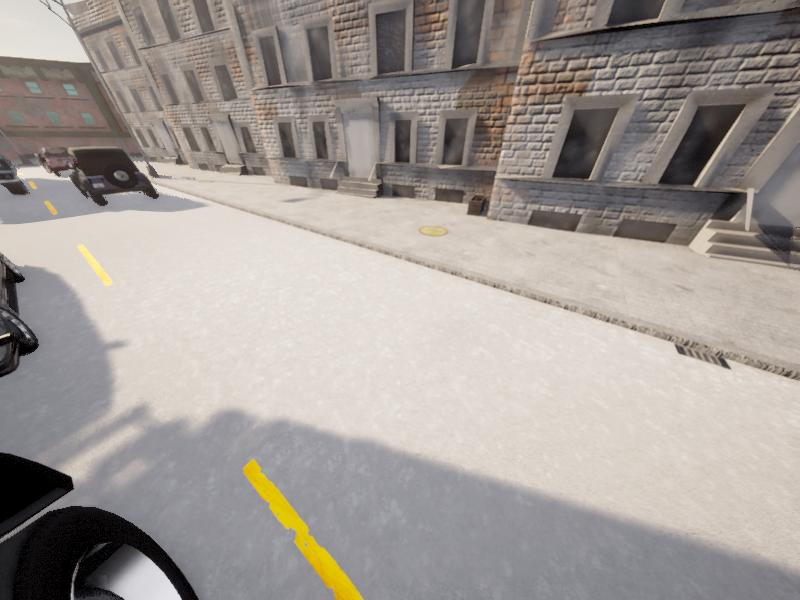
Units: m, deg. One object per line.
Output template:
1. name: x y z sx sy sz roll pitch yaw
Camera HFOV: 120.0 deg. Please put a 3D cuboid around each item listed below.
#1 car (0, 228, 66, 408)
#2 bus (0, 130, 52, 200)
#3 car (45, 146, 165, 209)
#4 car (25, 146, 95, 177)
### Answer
1. car: -6.587 -0.102 2.799 5.357 1.411 2.033 22 41 28
2. bus: -20.691 -7.094 10.153 10.273 4.253 3.944 21 40 29
3. car: -12.172 -5.227 9.592 3.866 1.878 1.905 22 40 28
4. car: -24.037 -9.878 16.350 3.988 1.617 1.851 21 40 26
